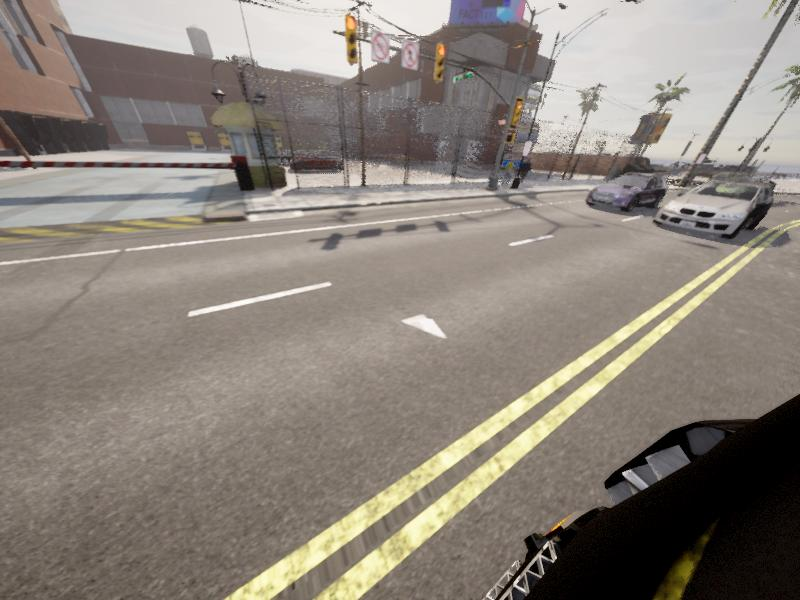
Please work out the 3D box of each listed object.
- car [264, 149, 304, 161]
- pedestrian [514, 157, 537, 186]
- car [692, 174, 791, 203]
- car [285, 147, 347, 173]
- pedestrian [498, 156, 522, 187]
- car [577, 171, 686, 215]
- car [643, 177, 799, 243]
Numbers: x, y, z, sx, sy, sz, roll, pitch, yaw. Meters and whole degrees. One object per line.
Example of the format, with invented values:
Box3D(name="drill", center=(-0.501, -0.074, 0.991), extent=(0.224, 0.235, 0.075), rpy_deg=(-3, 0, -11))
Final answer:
Box3D(name="car", center=(-16.597, -20.894, 33.245), extent=(4.718, 1.301, 1.895), rpy_deg=(-16, 38, -26))
Box3D(name="pedestrian", center=(9.459, -9.722, 17.450), extent=(0.751, 1.860, 0.751), rpy_deg=(-22, 41, -33))
Box3D(name="car", center=(24.272, -7.979, 16.540), extent=(4.514, 1.525, 2.007), rpy_deg=(-6, 34, -13))
Box3D(name="car", center=(-7.271, -12.306, 20.322), extent=(4.553, 1.767, 2.185), rpy_deg=(-16, 38, -26))
Box3D(name="pedestrian", center=(7.704, -9.045, 16.291), extent=(0.751, 1.860, 0.751), rpy_deg=(-15, 37, -24))
Box3D(name="car", center=(12.167, -5.775, 12.193), extent=(4.856, 1.649, 2.033), rpy_deg=(-14, 37, -24))
Box3D(name="car", center=(12.357, -3.668, 8.969), extent=(4.611, 1.667, 2.242), rpy_deg=(-15, 37, -25))
